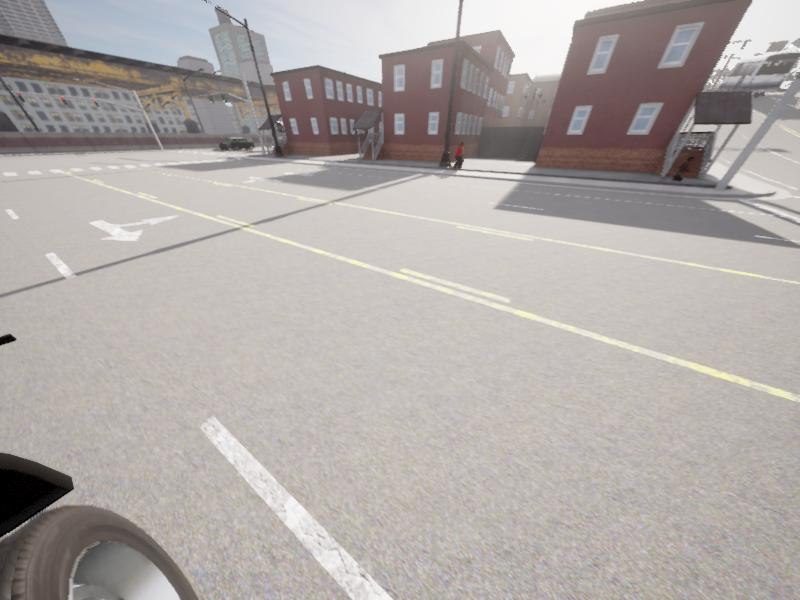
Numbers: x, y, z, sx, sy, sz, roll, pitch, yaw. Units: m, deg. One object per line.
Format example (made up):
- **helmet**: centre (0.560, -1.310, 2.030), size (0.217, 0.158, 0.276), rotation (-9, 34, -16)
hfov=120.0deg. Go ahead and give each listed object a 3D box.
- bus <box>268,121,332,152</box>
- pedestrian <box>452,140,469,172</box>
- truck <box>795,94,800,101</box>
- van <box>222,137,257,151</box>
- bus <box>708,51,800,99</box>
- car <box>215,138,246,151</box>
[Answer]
- **bus**: centre (-18.343, -30.835, 43.551), size (3.944, 4.253, 10.273), rotation (20, 40, 25)
- **pedestrian**: centre (4.289, -10.273, 16.465), size (0.751, 1.860, 0.751), rotation (14, 38, 19)
- **truck**: centre (78.224, -37.602, 40.155), size (8.468, 3.827, 2.891), rotation (20, 40, 26)
- **van**: centre (-28.594, -27.898, 41.307), size (1.775, 1.987, 4.442), rotation (20, 40, 25)
- **bus**: centre (49.940, -31.684, 32.777), size (3.944, 4.253, 10.273), rotation (20, 47, 25)
- **car**: centre (-31.481, -29.020, 42.954), size (1.905, 1.878, 3.866), rotation (20, 40, 25)
